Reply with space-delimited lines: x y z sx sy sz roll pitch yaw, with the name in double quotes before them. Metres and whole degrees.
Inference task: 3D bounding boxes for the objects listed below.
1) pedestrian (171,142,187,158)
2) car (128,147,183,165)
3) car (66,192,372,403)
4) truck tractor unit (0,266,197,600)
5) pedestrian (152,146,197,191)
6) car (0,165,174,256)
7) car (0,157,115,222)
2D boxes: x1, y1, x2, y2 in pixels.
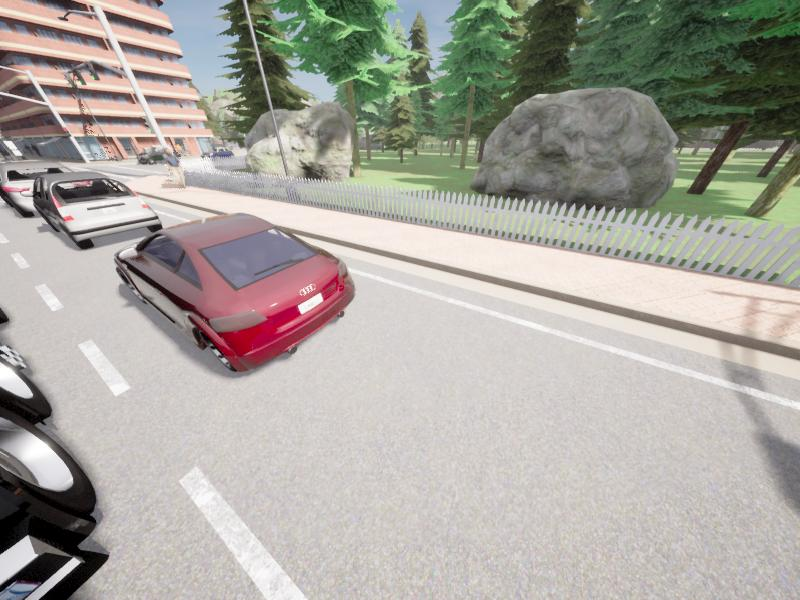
"pedestrian" -31.921 -21.749 33.437 0.751 1.860 0.751 8 36 12
"car" -27.804 -16.504 26.450 1.789 1.549 3.705 11 36 15
"car" -2.772 -0.594 3.675 4.181 1.385 1.994 20 40 26
"truck tractor unit" -5.114 -0.298 0.774 6.516 4.208 3.053 18 39 24
"pedestrian" -11.318 -6.612 11.643 0.751 1.860 0.751 19 39 25
"car" -8.951 -2.772 6.639 3.988 1.617 1.851 18 39 25
"car" -14.321 -4.609 9.261 4.611 1.667 2.242 19 39 25
